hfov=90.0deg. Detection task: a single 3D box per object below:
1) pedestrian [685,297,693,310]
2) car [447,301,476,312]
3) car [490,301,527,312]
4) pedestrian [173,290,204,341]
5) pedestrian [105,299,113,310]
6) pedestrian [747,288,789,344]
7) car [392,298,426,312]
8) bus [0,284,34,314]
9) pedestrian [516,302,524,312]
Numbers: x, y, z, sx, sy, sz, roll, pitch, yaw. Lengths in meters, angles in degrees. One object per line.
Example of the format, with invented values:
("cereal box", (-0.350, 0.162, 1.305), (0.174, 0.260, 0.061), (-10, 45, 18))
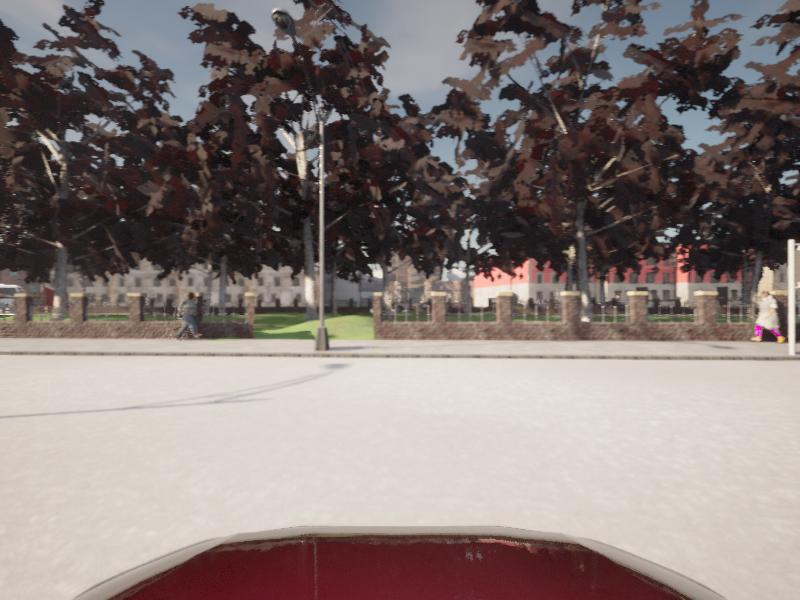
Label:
("pedestrian", (43.864, 0.551, 60.784), (0.751, 1.860, 0.751), (0, 0, 6))
("car", (8.242, 0.915, 53.971), (3.806, 1.475, 1.970), (0, 0, 4))
("car", (14.455, 0.881, 53.593), (4.514, 1.525, 2.007), (0, 0, 4))
("pedestrian", (-7.903, 0.565, 14.950), (0.751, 1.860, 0.751), (0, 0, 3))
("pedestrian", (-48.356, 0.696, 66.390), (0.751, 1.860, 0.751), (0, 0, 1))
("pedestrian", (12.571, 0.533, 13.687), (0.751, 1.860, 0.751), (0, 0, 4))
("car", (1.277, 0.725, 54.397), (4.605, 1.855, 1.932), (0, 0, 4))
("bus", (-59.557, -0.153, 56.985), (10.273, 4.253, 3.944), (0, 0, -30))
("pedestrian", (14.627, 0.858, 48.762), (0.751, 1.300, 0.751), (0, 0, 3))
